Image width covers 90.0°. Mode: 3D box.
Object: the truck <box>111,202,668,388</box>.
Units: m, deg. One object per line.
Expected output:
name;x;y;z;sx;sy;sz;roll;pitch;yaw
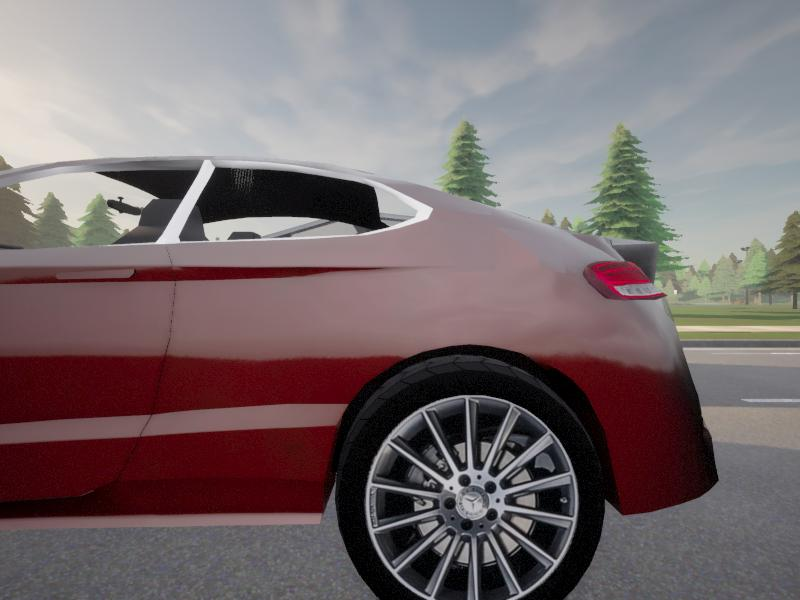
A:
truck;-0.117;-0.058;5.701;6.274;2.098;2.390;0;0;0

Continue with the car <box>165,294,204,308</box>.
car;-26.523;0.155;49.443;2.033;1.649;4.856;0;0;1

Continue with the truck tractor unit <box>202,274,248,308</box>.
truck tractor unit;-22.860;-1.111;52.683;3.053;4.208;6.516;1;0;0

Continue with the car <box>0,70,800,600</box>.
car;-1.307;0.179;2.200;5.027;1.651;2.152;0;0;0

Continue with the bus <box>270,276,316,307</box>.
bus;-15.767;-1.145;59.870;3.944;4.253;10.273;0;0;1

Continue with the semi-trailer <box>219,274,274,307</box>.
semi-trailer;-22.815;-1.218;60.620;2.717;4.402;14.254;0;0;1
